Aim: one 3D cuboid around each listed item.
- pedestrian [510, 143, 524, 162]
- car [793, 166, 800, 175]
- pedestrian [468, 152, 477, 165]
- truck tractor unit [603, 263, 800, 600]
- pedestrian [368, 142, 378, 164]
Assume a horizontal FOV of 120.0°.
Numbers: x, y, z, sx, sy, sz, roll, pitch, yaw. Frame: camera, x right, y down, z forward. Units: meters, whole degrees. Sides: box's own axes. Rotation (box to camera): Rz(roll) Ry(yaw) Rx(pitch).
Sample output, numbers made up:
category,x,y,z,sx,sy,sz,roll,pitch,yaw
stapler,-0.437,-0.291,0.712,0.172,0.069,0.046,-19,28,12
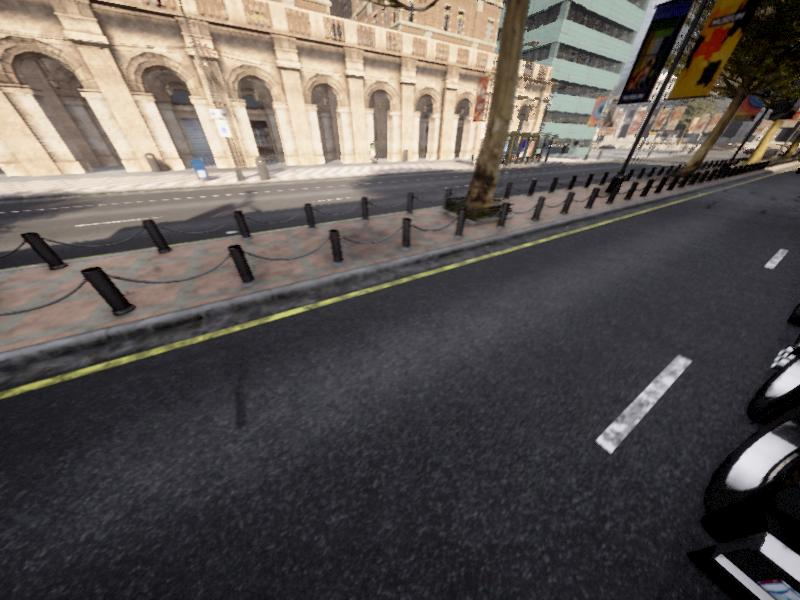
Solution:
category,x,y,z,sx,sy,sz,roll,pitch,yaw
pedestrian,13.528,-17.030,26.720,0.751,1.860,0.751,-18,39,-24
car,37.177,-11.964,20.170,5.238,1.638,1.930,-18,39,-24
pedestrian,7.429,-14.567,23.781,0.500,1.100,0.500,-20,40,-27
truck tractor unit,5.109,-0.300,0.795,6.516,4.208,3.053,-18,39,-24
pedestrian,-2.760,-15.020,23.664,0.751,1.860,0.751,-18,39,-24
